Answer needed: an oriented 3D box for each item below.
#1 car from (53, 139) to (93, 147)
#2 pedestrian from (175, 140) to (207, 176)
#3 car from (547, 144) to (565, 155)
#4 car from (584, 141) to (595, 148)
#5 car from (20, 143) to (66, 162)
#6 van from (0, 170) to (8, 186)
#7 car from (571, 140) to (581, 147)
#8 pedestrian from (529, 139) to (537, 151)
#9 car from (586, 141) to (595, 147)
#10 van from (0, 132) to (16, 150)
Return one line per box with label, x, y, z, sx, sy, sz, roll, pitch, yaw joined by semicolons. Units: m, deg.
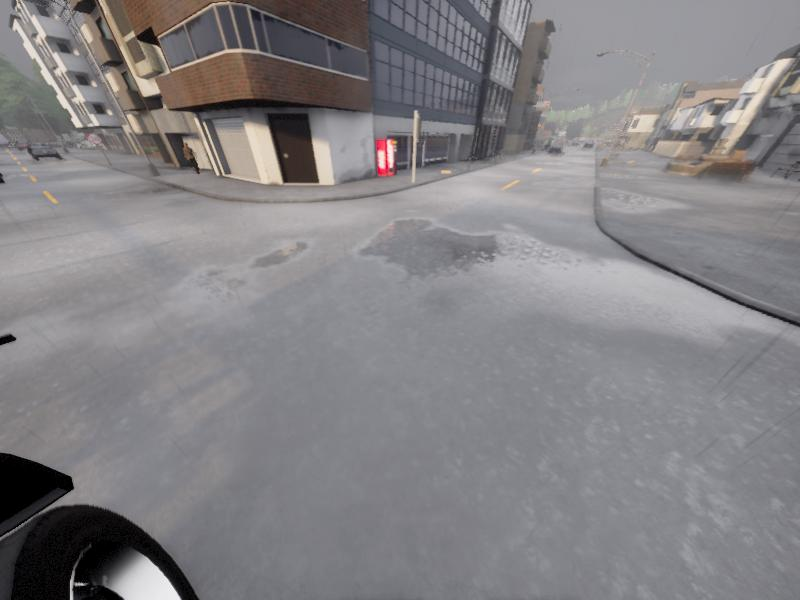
car;-72.576;-34.924;51.381;1.812;1.442;4.674;18;39;23
pedestrian;-13.032;-8.858;14.465;0.751;1.860;0.751;-29;45;-35
car;26.917;-25.942;39.776;1.895;1.301;4.718;22;41;28
car;54.199;-44.435;65.984;1.801;1.575;5.366;22;41;28
car;-38.660;-16.023;24.997;5.357;1.411;2.033;22;41;28
van;-24.284;-7.804;12.510;5.915;2.561;1.988;22;41;28
car;59.334;-52.706;77.694;1.930;1.638;5.238;22;41;28
pedestrian;27.024;-31.583;47.053;0.751;1.860;0.751;23;41;28
car;61.919;-50.720;75.078;1.812;1.442;4.674;22;41;28
van;-72.557;-28.015;40.651;1.988;2.561;5.915;-18;39;-22
